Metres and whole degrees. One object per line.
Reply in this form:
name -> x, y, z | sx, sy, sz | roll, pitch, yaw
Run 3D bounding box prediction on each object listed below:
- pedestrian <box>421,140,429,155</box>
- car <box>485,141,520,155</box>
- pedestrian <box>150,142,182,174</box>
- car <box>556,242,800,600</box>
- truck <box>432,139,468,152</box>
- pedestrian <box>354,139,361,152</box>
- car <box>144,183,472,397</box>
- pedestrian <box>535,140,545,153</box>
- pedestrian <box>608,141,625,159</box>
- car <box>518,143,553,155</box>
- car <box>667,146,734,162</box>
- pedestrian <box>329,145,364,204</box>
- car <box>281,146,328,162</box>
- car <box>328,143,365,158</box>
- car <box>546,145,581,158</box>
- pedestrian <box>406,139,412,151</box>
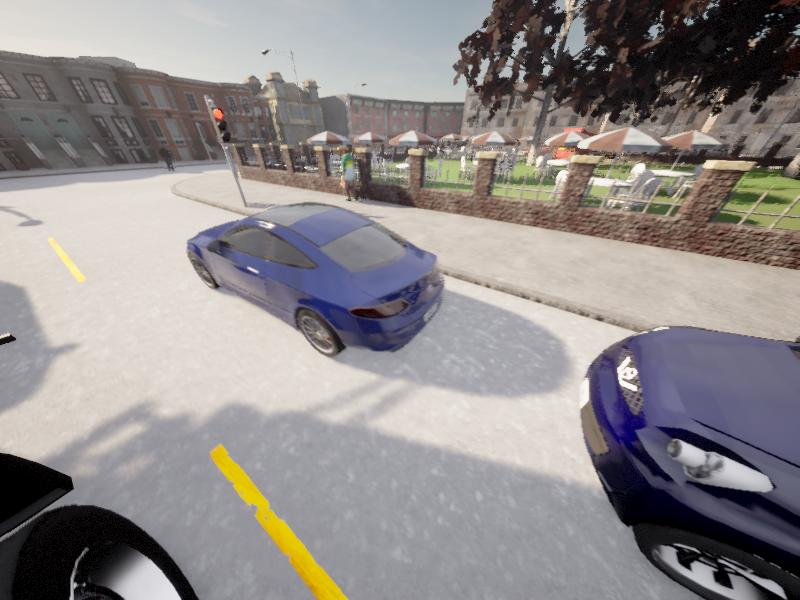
pedestrian -> 3.732, -22.555, 34.122 | 0.751, 1.860, 0.751 | 27, 43, 32
car -> 16.784, -25.030, 37.983 | 4.605, 1.855, 1.932 | 22, 40, 27
pedestrian -> -16.642, -10.128, 16.444 | 0.751, 1.860, 0.751 | 21, 40, 27
car -> 3.129, 1.126, 1.022 | 3.633, 1.501, 1.845 | 21, 40, 26
truck -> 9.531, -29.518, 44.079 | 6.274, 2.098, 2.390 | 7, 36, 10
pedestrian -> -7.237, -26.504, 39.605 | 0.751, 1.860, 0.751 | 20, 39, 25
car -> -1.574, -0.726, 3.672 | 4.674, 1.442, 1.812 | 20, 40, 26
pedestrian -> 25.056, -27.525, 41.408 | 0.751, 1.860, 0.751 | -26, 43, -32
pedestrian -> 27.579, -19.066, 29.431 | 0.751, 1.860, 0.751 | 29, 44, 34
car -> 22.662, -25.308, 38.747 | 4.514, 1.525, 2.007 | 21, 40, 26
car -> 38.880, -19.092, 30.118 | 4.902, 1.511, 2.128 | 21, 40, 26
pedestrian -> -1.986, -4.757, 8.789 | 0.751, 1.860, 0.751 | 21, 40, 26
car -> -10.960, -17.110, 26.945 | 1.895, 1.301, 4.718 | 21, 40, 27
car -> -7.190, -20.515, 31.609 | 1.882, 1.535, 5.008 | 21, 40, 27
car -> 24.088, -21.958, 34.054 | 3.806, 1.475, 1.970 | 21, 40, 26
pedestrian -> 1.729, -30.317, 45.114 | 0.751, 1.860, 0.751 | 19, 39, 25
